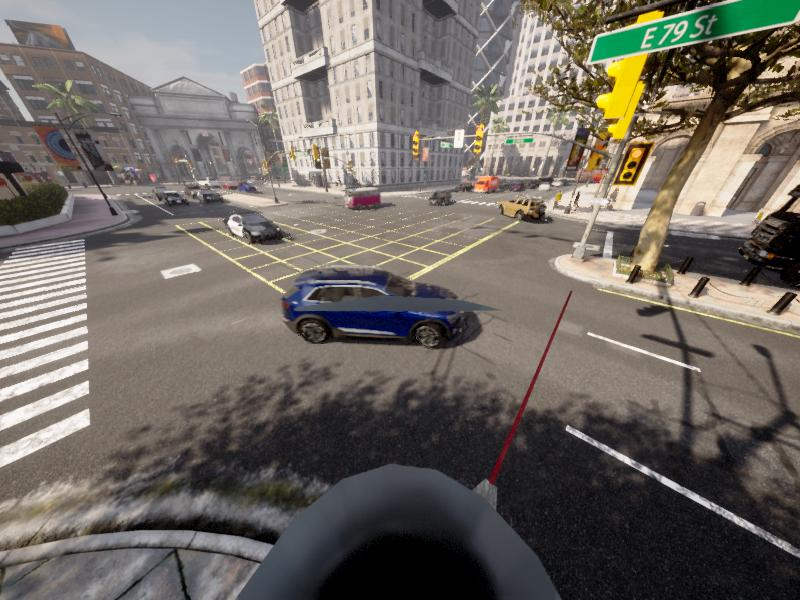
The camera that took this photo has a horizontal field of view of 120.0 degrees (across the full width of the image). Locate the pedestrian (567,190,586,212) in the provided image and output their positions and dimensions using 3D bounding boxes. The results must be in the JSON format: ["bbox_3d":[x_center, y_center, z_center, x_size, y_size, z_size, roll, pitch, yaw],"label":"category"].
[{"bbox_3d":[17.325,-9.760,22.696,0.751,1.860,0.751,-23,37,-34],"label":"pedestrian"}]

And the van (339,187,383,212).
[{"bbox_3d":[-4.111,-10.988,25.052,1.775,1.987,4.442,23,37,34],"label":"van"}]

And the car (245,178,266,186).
[{"bbox_3d":[-36.341,-29.876,58.306,1.812,1.442,4.674,5,30,8],"label":"car"}]

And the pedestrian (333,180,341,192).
[{"bbox_3d":[-11.126,-20.135,40.667,0.751,1.860,0.751,20,35,30],"label":"pedestrian"}]

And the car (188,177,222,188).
[{"bbox_3d":[-42.317,-25.531,50.187,5.566,2.045,2.150,8,31,13],"label":"car"}]

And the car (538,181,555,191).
[{"bbox_3d":[28.137,-21.864,44.345,1.845,1.501,3.633,23,37,34],"label":"car"}]

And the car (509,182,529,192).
[{"bbox_3d":[22.170,-21.031,42.957,1.816,1.474,4.193,23,37,34],"label":"car"}]

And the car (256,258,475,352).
[{"bbox_3d":[-0.750,0.008,6.364,4.856,1.649,2.033,2,29,3],"label":"car"}]

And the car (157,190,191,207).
[{"bbox_3d":[-26.955,-12.141,27.558,3.806,1.475,1.970,23,37,34],"label":"car"}]

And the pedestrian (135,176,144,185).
[{"bbox_3d":[-64.432,-29.593,57.049,0.751,1.860,0.751,-22,36,-33],"label":"pedestrian"}]

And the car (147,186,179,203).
[{"bbox_3d":[-32.069,-14.368,31.251,5.238,1.638,1.930,23,37,34],"label":"car"}]

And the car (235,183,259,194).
[{"bbox_3d":[-26.885,-19.620,40.544,4.674,1.442,1.812,23,37,34],"label":"car"}]

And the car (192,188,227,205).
[{"bbox_3d":[-24.565,-13.443,29.759,4.974,1.542,2.038,23,37,34],"label":"car"}]

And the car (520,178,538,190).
[{"bbox_3d":[26.168,-23.563,46.927,1.905,1.878,3.866,23,37,34],"label":"car"}]

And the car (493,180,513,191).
[{"bbox_3d":[20.565,-22.879,45.992,1.930,1.638,5.238,23,37,34],"label":"car"}]

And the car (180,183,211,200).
[{"bbox_3d":[-29.341,-15.610,33.164,4.605,1.855,1.932,23,37,34],"label":"car"}]

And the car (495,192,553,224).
[{"bbox_3d":[10.688,-8.265,20.445,1.932,1.855,4.605,-7,31,-9],"label":"car"}]

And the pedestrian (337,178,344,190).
[{"bbox_3d":[-11.422,-22.333,44.474,0.751,1.860,0.751,22,36,33],"label":"pedestrian"}]

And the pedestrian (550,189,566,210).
[{"bbox_3d":[15.923,-10.106,23.297,0.751,1.860,0.751,13,32,21],"label":"pedestrian"}]

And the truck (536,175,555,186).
[{"bbox_3d":[35.861,-29.371,56.779,2.390,2.098,6.274,23,37,34],"label":"truck"}]

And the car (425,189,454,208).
[{"bbox_3d":[4.889,-12.385,27.962,1.837,1.490,4.892,14,33,24],"label":"car"}]

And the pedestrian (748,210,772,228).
[{"bbox_3d":[25.804,-5.788,16.577,0.500,1.100,0.500,-21,36,-32],"label":"pedestrian"}]

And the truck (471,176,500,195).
[{"bbox_3d":[14.812,-19.834,39.833,2.627,2.467,5.204,22,39,33],"label":"truck"}]

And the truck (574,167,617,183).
[{"bbox_3d":[54.609,-35.026,64.840,8.468,3.827,2.891,-1,30,-2],"label":"truck"}]

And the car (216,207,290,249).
[{"bbox_3d":[-9.390,-4.752,14.706,4.974,1.542,2.038,23,37,34],"label":"car"}]

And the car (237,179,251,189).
[{"bbox_3d":[-33.920,-25.248,50.200,1.882,1.535,5.008,-19,35,-29],"label":"car"}]

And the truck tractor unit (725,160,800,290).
[{"bbox_3d":[17.363,-2.099,7.410,6.516,4.208,3.053,24,38,34],"label":"truck tractor unit"}]

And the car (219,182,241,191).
[{"bbox_3d":[-33.355,-22.285,45.309,4.718,1.301,1.895,23,37,34],"label":"car"}]

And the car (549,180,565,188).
[{"bbox_3d":[34.935,-25.758,51.324,1.895,1.301,4.718,23,37,34],"label":"car"}]

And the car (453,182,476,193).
[{"bbox_3d":[11.707,-20.252,41.589,1.837,1.490,4.892,23,37,34],"label":"car"}]

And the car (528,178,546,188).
[{"bbox_3d":[30.554,-26.061,51.503,1.930,1.638,5.238,23,37,34],"label":"car"}]

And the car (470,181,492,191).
[{"bbox_3d":[16.414,-23.026,46.495,2.033,1.411,5.357,23,37,34],"label":"car"}]
